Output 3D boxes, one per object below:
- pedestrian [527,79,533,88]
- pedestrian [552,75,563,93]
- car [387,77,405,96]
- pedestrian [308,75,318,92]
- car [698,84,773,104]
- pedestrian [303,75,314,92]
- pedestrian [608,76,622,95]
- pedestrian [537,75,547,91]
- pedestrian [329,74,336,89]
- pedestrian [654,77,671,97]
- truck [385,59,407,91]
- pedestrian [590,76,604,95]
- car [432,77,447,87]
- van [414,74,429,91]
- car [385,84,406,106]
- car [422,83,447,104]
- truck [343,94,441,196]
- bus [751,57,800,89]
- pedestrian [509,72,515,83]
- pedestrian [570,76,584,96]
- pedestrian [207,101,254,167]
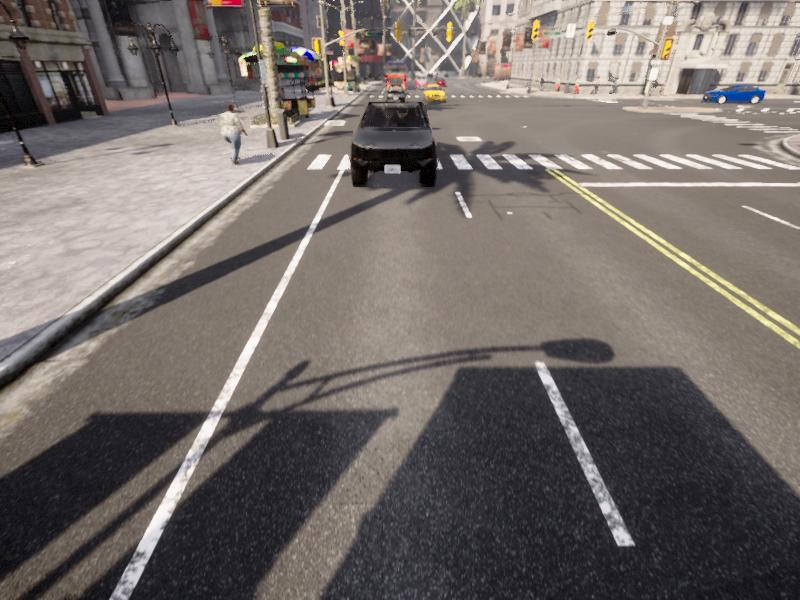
[{"bbox_3d":[19.560,-32.565,60.164,0.500,1.100,0.500,0,30,0],"label":"pedestrian"},{"bbox_3d":[18.891,-25.855,47.958,0.751,1.860,0.751,1,30,1],"label":"pedestrian"},{"bbox_3d":[-0.454,-25.706,48.085,2.097,1.767,4.553,0,30,0],"label":"car"},{"bbox_3d":[-10.761,-26.710,49.366,0.751,1.860,0.751,26,39,36],"label":"pedestrian"},{"bbox_3d":[30.991,-19.089,37.099,5.008,1.535,1.882,0,30,-1],"label":"car"},{"bbox_3d":[-11.399,-27.015,49.892,0.751,1.860,0.751,24,38,35],"label":"pedestrian"},{"bbox_3d":[24.498,-24.437,45.548,0.751,1.860,0.751,0,30,-1],"label":"pedestrian"},{"bbox_3d":[18.568,-28.441,52.371,0.751,1.860,0.751,-2,30,-3],"label":"pedestrian"},{"bbox_3d":[-9.334,-30.349,55.579,0.751,1.860,0.751,-5,31,-8],"label":"pedestrian"},{"bbox_3d":[28.047,-22.777,42.720,0.751,1.860,0.751,-5,31,-8],"label":"pedestrian"},{"bbox_3d":[-0.513,-32.598,57.839,2.891,3.827,8.468,0,30,0],"label":"truck"},{"bbox_3d":[21.924,-23.886,44.602,0.751,1.860,0.751,1,30,1],"label":"pedestrian"},{"bbox_3d":[6.492,-35.994,66.076,1.994,1.385,4.181,1,30,1],"label":"car"},{"bbox_3d":[3.020,-30.861,56.697,1.775,1.987,4.442,0,30,0],"label":"van"},{"bbox_3d":[-0.361,-18.486,35.998,1.789,1.549,3.705,0,30,0],"label":"car"},{"bbox_3d":[3.213,-19.676,38.010,1.801,1.575,5.366,-1,30,-1],"label":"car"},{"bbox_3d":[-0.145,-5.280,12.920,2.390,2.098,6.274,0,30,1],"label":"truck"},{"bbox_3d":[64.223,-37.193,65.375,3.944,4.253,10.273,0,30,-1],"label":"bus"},{"bbox_3d":[21.289,-42.351,76.117,0.751,1.860,0.751,10,32,16],"label":"pedestrian"},{"bbox_3d":[19.398,-23.430,43.821,0.751,1.860,0.751,-5,31,-9],"label":"pedestrian"},{"bbox_3d":[-5.430,-5.357,12.930,0.751,1.860,0.751,9,32,15],"label":"pedestrian"}]
